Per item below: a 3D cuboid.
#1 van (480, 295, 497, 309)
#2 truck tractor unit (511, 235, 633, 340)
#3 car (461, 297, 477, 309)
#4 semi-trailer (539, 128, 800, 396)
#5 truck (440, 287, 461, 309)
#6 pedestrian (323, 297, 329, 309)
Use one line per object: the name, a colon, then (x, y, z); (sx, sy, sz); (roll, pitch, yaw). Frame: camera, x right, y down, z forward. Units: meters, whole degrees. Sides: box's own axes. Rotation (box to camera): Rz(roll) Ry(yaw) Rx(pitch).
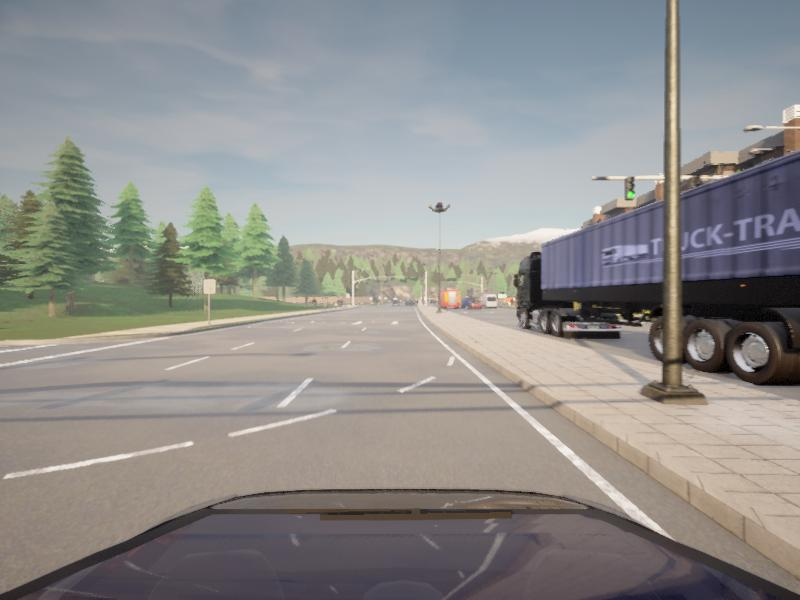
van: (16.102, 0.323, 72.811); (1.988, 2.561, 5.915); (0, 0, 2)
truck tractor unit: (7.803, -0.524, 19.344); (3.053, 4.208, 6.516); (0, 0, 0)
car: (12.611, 0.570, 73.438); (2.150, 2.045, 5.566); (0, 0, 2)
semi-trailer: (7.869, -0.620, 11.426); (2.717, 4.402, 14.254); (0, 0, -1)
truck: (9.095, -0.318, 72.761); (2.891, 3.827, 8.468); (0, 0, 2)
pedestrian: (-11.049, 0.476, 59.947); (0.751, 1.860, 0.751); (0, 0, 2)
